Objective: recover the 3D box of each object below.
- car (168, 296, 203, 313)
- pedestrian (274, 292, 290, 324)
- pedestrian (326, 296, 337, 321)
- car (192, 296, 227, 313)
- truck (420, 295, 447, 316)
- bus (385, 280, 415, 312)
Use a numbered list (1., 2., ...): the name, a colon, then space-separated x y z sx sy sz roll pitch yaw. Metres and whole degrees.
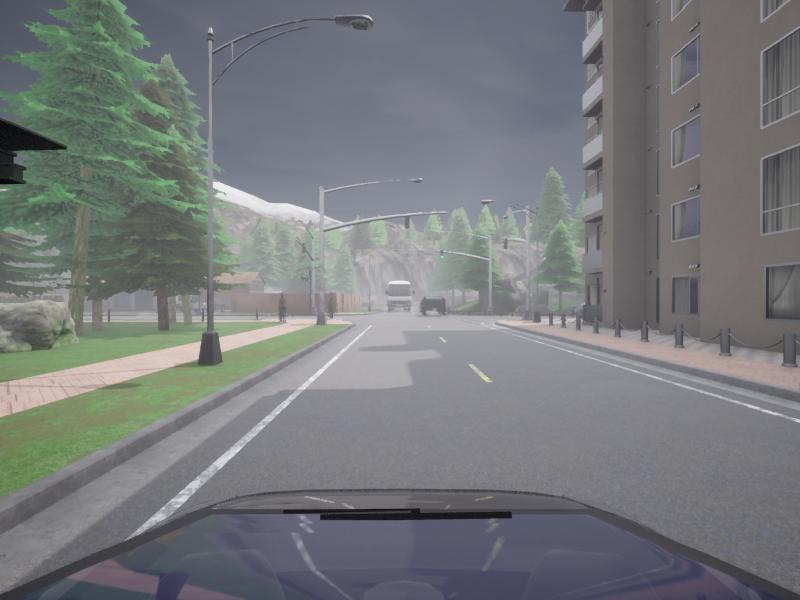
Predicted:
1. car: -24.091 0.505 45.073 1.905 1.878 3.866 0 0 -1
2. pedestrian: -7.078 0.484 24.091 0.751 1.860 0.751 0 0 -1
3. pedestrian: -5.194 0.633 30.341 0.751 1.860 0.751 0 0 -16
4. car: -21.587 0.503 45.523 1.932 1.855 4.605 0 0 -1
5. truck: 3.439 0.544 42.666 2.390 2.098 6.274 0 0 0
6. bus: 0.035 -0.534 57.845 3.944 4.253 10.273 0 0 0
